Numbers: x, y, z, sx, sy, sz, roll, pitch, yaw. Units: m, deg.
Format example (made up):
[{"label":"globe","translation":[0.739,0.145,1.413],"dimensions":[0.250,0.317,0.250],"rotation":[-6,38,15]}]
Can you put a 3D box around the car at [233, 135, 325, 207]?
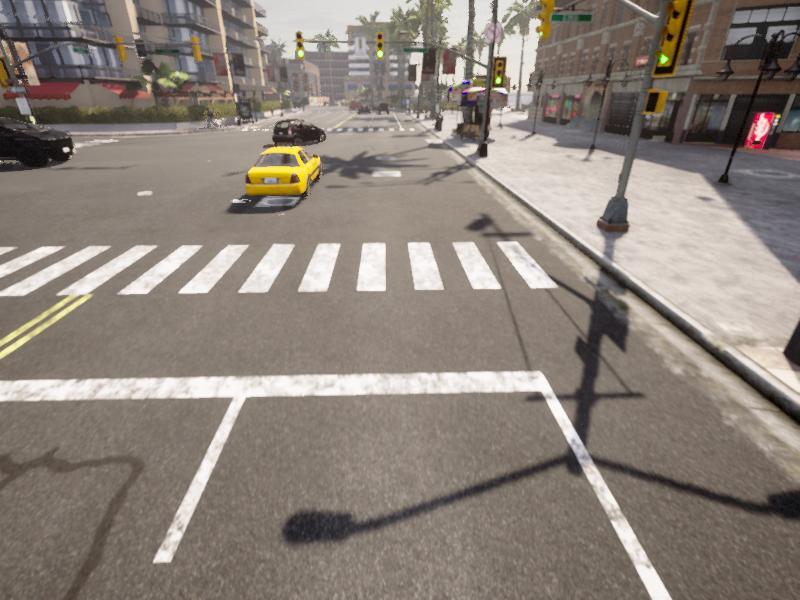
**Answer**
[{"label":"car","translation":[-3.969,-4.760,14.221],"dimensions":[1.801,1.575,5.366],"rotation":[-1,27,-2]}]

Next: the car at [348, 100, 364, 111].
[{"label":"car","translation":[-9.848,-43.534,89.451],"dimensions":[2.150,2.045,5.566],"rotation":[-8,28,-16]}]

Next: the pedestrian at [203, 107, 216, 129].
[{"label":"pedestrian","translation":[-18.046,-17.265,37.922],"dimensions":[0.751,1.860,0.751],"rotation":[-9,29,-18]}]

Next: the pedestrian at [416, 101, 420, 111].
[{"label":"pedestrian","translation":[3.693,-40.004,82.395],"dimensions":[0.751,1.860,0.751],"rotation":[-4,27,-9]}]

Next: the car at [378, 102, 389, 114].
[{"label":"car","translation":[-3.061,-35.467,73.875],"dimensions":[1.905,1.878,3.866],"rotation":[-3,27,-5]}]

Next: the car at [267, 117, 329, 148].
[{"label":"car","translation":[-6.836,-11.451,27.254],"dimensions":[1.851,1.617,3.988],"rotation":[13,30,24]}]

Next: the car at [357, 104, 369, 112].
[{"label":"car","translation":[-7.405,-38.743,80.808],"dimensions":[1.994,1.385,4.181],"rotation":[-5,27,-9]}]

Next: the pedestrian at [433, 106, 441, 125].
[{"label":"pedestrian","translation":[3.958,-19.820,42.962],"dimensions":[0.751,1.860,0.751],"rotation":[6,28,11]}]

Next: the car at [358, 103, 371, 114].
[{"label":"car","translation":[-6.535,-35.128,73.437],"dimensions":[2.242,1.667,4.611],"rotation":[-2,27,-4]}]

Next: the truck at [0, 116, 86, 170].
[{"label":"truck","translation":[-19.138,-7.368,18.706],"dimensions":[6.274,2.098,2.390],"rotation":[-3,28,-7]}]
